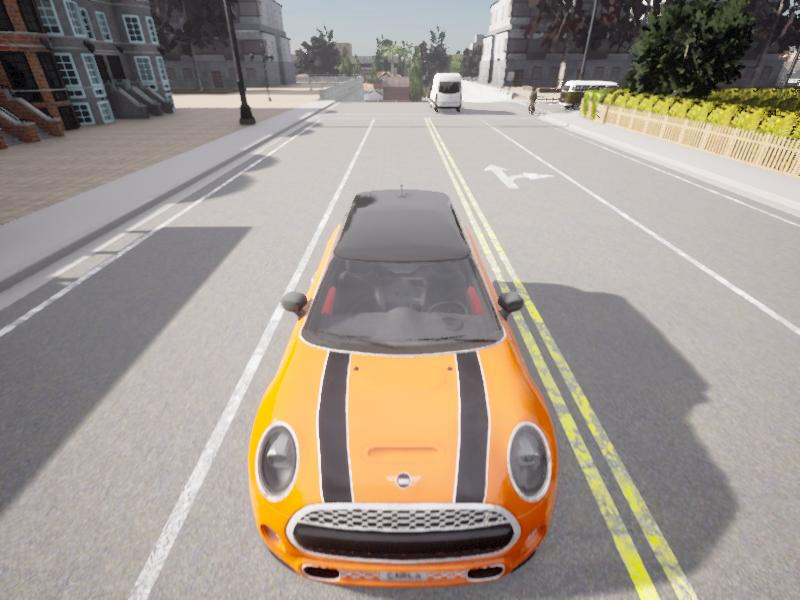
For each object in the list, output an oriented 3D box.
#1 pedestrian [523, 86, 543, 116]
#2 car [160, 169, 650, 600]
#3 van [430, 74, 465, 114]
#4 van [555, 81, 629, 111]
[{"bbox_3d":[9.272,-13.867,27.885,0.751,1.860,0.751,-8,31,-13],"label":"pedestrian"},{"bbox_3d":[0.023,0.063,4.126,2.097,1.767,4.553,0,30,0],"label":"car"},{"bbox_3d":[3.582,-16.362,31.544,1.988,2.561,5.915,1,30,0],"label":"van"},{"bbox_3d":[15.186,-16.300,31.895,4.480,2.038,2.069,-1,30,-1],"label":"van"}]
